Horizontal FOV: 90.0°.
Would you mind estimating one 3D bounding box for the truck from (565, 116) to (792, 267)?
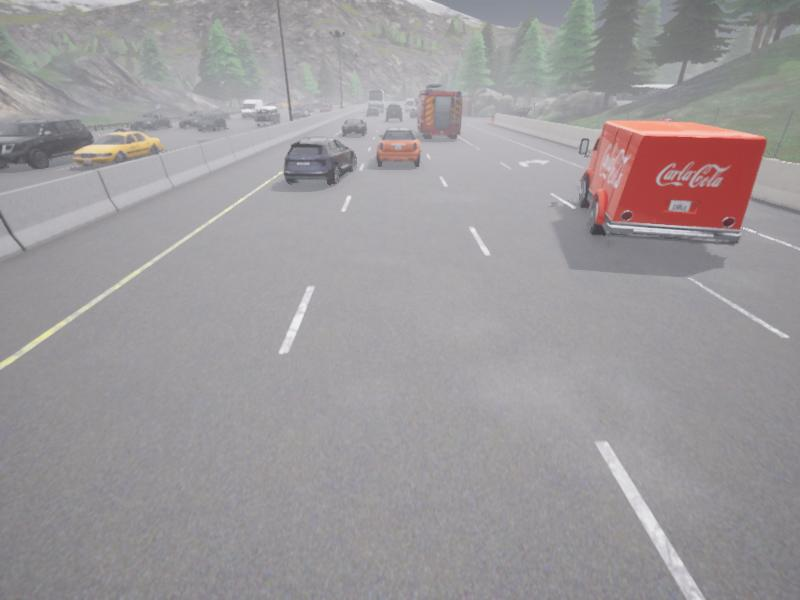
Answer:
[{"bbox_3d":[6.106,-3.076,10.012,2.627,2.467,5.204,7,28,11],"label":"truck"}]

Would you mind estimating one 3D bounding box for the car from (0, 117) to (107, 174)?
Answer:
[{"bbox_3d":[-17.601,-7.740,19.660,2.150,2.045,5.566,0,27,-1],"label":"car"}]

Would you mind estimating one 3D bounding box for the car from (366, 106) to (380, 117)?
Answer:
[{"bbox_3d":[-4.573,-32.136,68.108,2.163,1.488,4.792,-1,27,-1],"label":"car"}]

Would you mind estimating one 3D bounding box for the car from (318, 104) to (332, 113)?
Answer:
[{"bbox_3d":[-15.362,-39.386,82.375,2.007,1.525,4.514,-1,27,-1],"label":"car"}]

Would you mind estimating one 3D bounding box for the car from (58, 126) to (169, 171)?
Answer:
[{"bbox_3d":[-14.109,-7.775,20.236,1.801,1.575,5.366,-1,27,-1],"label":"car"}]

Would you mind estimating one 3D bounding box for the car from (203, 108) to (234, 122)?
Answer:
[{"bbox_3d":[-25.332,-25.921,55.999,2.128,1.511,4.902,-1,27,-1],"label":"car"}]

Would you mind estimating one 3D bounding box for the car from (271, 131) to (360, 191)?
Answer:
[{"bbox_3d":[-3.174,-5.817,16.321,2.033,1.649,4.856,3,27,6],"label":"car"}]

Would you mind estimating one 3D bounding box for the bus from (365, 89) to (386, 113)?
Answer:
[{"bbox_3d":[-5.043,-42.162,84.710,3.944,4.253,10.273,-1,27,-1],"label":"bus"}]

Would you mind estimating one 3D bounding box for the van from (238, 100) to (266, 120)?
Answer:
[{"bbox_3d":[-21.912,-28.358,59.519,1.988,2.561,5.915,-1,27,-1],"label":"van"}]

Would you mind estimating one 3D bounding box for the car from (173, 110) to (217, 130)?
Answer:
[{"bbox_3d":[-21.557,-19.102,42.367,2.242,1.667,4.611,-1,27,-1],"label":"car"}]

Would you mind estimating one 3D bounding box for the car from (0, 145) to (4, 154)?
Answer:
[{"bbox_3d":[-24.647,-8.633,21.998,1.845,1.501,3.633,-1,27,-1],"label":"car"}]

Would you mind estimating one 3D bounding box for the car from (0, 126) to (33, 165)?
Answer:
[{"bbox_3d":[-21.089,-7.267,19.209,2.152,1.651,5.027,-1,27,-1],"label":"car"}]

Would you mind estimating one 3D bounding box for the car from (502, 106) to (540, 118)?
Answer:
[{"bbox_3d":[17.627,-27.434,58.407,4.792,1.488,2.163,0,27,0],"label":"car"}]

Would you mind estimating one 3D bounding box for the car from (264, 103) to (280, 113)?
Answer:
[{"bbox_3d":[-25.839,-38.889,80.964,1.905,1.878,3.866,-1,27,-1],"label":"car"}]

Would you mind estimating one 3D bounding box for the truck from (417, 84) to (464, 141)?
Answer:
[{"bbox_3d":[3.121,-15.800,33.469,2.891,3.827,8.468,-1,27,-1],"label":"truck"}]

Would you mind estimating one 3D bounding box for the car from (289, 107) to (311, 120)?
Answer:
[{"bbox_3d":[-14.909,-27.964,59.822,2.038,1.542,4.974,-1,27,-1],"label":"car"}]

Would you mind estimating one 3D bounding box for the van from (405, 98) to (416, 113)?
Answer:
[{"bbox_3d":[2.104,-40.920,84.105,1.988,2.561,5.915,-1,27,-1],"label":"van"}]

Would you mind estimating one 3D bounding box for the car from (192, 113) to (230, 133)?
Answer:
[{"bbox_3d":[-17.973,-16.954,38.278,1.789,1.549,3.705,-1,27,-1],"label":"car"}]

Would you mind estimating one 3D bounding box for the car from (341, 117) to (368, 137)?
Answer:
[{"bbox_3d":[-3.903,-15.120,34.933,1.895,1.301,4.718,-1,27,-1],"label":"car"}]

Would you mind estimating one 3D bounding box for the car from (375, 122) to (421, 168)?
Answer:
[{"bbox_3d":[0.022,-8.018,20.446,2.097,1.767,4.553,1,27,2],"label":"car"}]

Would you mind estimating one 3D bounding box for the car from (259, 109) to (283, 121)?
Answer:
[{"bbox_3d":[-18.354,-26.478,57.149,1.994,1.385,4.181,-1,27,-1],"label":"car"}]

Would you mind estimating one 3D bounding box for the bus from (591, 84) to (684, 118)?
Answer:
[{"bbox_3d":[33.981,-28.694,57.782,10.273,4.253,3.944,0,27,0],"label":"bus"}]

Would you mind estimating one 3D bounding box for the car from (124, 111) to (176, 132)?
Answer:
[{"bbox_3d":[-25.014,-17.996,40.205,2.242,1.667,4.611,-1,27,-1],"label":"car"}]

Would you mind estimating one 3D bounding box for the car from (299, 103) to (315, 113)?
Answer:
[{"bbox_3d":[-18.839,-38.929,81.120,2.097,1.767,4.553,-1,27,-1],"label":"car"}]

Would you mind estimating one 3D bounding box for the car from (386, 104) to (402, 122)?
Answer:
[{"bbox_3d":[-0.804,-25.612,54.684,2.150,2.045,5.566,0,27,-1],"label":"car"}]

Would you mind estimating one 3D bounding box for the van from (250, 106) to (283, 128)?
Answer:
[{"bbox_3d":[-14.591,-20.152,44.007,2.069,2.038,4.480,-1,27,-1],"label":"van"}]
